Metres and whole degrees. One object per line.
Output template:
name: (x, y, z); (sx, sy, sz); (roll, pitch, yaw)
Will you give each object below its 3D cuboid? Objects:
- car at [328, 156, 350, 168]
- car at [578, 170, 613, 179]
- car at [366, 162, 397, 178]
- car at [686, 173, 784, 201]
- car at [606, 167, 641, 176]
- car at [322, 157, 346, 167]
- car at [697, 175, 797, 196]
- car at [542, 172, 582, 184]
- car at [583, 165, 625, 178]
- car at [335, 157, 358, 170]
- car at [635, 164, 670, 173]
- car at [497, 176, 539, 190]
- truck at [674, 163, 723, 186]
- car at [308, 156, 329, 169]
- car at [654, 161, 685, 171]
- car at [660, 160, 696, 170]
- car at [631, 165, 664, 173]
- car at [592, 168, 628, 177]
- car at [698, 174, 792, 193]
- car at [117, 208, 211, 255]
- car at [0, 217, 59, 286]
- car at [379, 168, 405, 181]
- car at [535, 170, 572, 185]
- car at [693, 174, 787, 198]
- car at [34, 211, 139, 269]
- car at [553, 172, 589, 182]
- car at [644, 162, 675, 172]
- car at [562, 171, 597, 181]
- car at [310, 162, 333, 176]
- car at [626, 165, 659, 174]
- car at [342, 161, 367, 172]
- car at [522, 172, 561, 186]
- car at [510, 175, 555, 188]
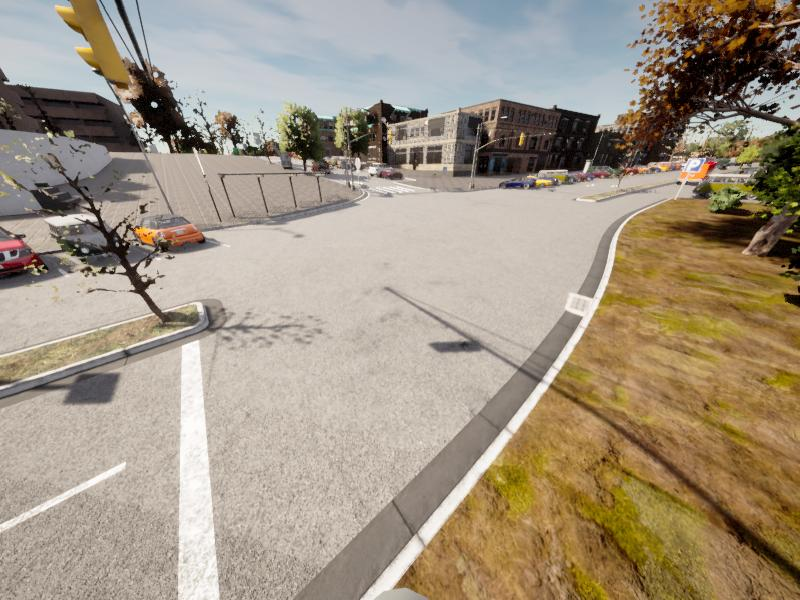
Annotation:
car: (-12.791, -29.317, 49.059); (1.878, 1.987, 4.442); (21, 37, 23)
car: (36.781, -23.674, 43.552); (4.674, 1.452, 2.002); (20, 37, 33)
car: (-3.124, -22.424, 39.795); (2.435, 2.045, 5.566); (21, 37, 23)
car: (30.571, -10.506, 21.390); (4.442, 1.987, 1.878); (20, 38, 31)
car: (47.102, -27.159, 48.787); (5.008, 1.535, 2.097); (21, 38, 34)
car: (-14.577, -30.665, 51.280); (1.946, 1.575, 5.366); (21, 37, 23)
car: (35.730, -12.037, 24.127); (5.366, 1.575, 1.946); (21, 37, 31)
car: (26.611, -20.140, 38.075); (4.892, 1.521, 2.231); (19, 36, 32)
car: (39.365, -24.796, 44.732); (5.566, 2.045, 2.435); (20, 37, 33)
car: (-10.866, -27.919, 47.185); (1.878, 1.987, 4.442); (21, 37, 23)
car: (60.044, -31.365, 55.174); (5.366, 1.575, 1.946); (22, 38, 35)
car: (16.543, -16.502, 32.563); (4.792, 1.488, 2.163); (18, 36, 31)
truck: (41.523, -17.582, 32.169); (5.204, 2.467, 2.627); (-19, 35, -27)
car: (-16.003, -27.062, 45.467); (1.932, 1.855, 4.605); (-23, 42, -34)
car: (68.170, -33.897, 58.556); (4.442, 1.987, 1.878); (22, 38, 35)
car: (73.317, -35.569, 61.045); (5.566, 2.045, 2.435); (22, 38, 36)
car: (57.558, -30.497, 53.847); (5.008, 1.535, 2.097); (22, 37, 35)
car: (41.921, -25.455, 46.197); (5.008, 1.535, 2.097); (20, 37, 33)
car: (37.900, -13.039, 25.682); (5.366, 1.575, 1.946); (21, 38, 31)
car: (-13.789, -4.164, 13.541); (4.553, 1.767, 2.185); (15, 35, 27)
car: (-18.453, -2.226, 10.271); (5.566, 2.045, 2.435); (15, 34, 27)
car: (-1.231, -20.775, 38.067); (2.002, 1.452, 4.674); (21, 37, 23)
car: (24.186, -19.390, 36.497); (4.442, 1.987, 1.878); (19, 36, 31)
car: (33.092, -11.306, 22.797); (4.553, 1.767, 2.185); (20, 37, 31)
car: (-16.054, -3.211, 11.856); (4.442, 1.987, 1.878); (15, 34, 27)
car: (29.144, -21.005, 39.471); (4.674, 1.452, 2.002); (19, 37, 32)
car: (62.903, -32.281, 56.119); (4.442, 1.987, 1.878); (22, 38, 35)
car: (31.680, -21.906, 40.851); (4.674, 1.452, 2.002); (19, 36, 32)
car: (-12.966, -21.609, 38.001); (1.851, 1.617, 3.988); (-23, 42, -34)
car: (54.944, -29.664, 52.587); (4.892, 1.521, 2.231); (22, 38, 35)
car: (-8.914, -26.385, 45.522); (2.231, 1.521, 4.892); (21, 37, 23)
car: (21.562, -18.424, 35.211); (4.553, 1.767, 2.185); (19, 36, 31)
car: (19.246, -17.332, 33.735); (5.366, 1.575, 1.946); (18, 36, 31)
